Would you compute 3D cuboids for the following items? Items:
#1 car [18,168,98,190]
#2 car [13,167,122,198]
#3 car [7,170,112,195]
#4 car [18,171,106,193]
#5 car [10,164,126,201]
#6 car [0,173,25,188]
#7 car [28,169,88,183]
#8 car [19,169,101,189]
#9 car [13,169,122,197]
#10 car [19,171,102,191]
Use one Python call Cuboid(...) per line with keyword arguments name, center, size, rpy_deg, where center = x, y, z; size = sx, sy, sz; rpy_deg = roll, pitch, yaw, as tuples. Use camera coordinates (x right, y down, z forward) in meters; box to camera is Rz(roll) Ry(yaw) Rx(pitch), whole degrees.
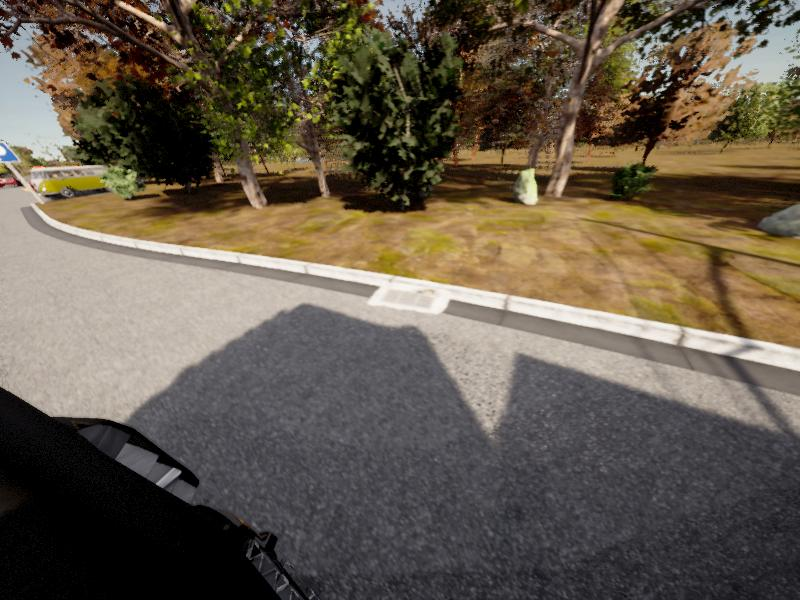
Cuboid(name="car", center=(-39.872, -14.304, 27.129), size=(2.185, 1.767, 4.553), rpy_deg=(7, 35, 15))
Cuboid(name="car", center=(-27.825, -10.053, 19.640), size=(2.185, 1.767, 4.553), rpy_deg=(6, 34, 14))
Cuboid(name="car", center=(-32.701, -11.544, 22.546), size=(1.946, 1.575, 5.366), rpy_deg=(7, 35, 14))
Cuboid(name="car", center=(-35.067, -12.457, 24.214), size=(2.002, 1.452, 4.674), rpy_deg=(6, 34, 15))
Cuboid(name="car", center=(-25.407, -9.268, 18.055), size=(1.878, 1.987, 4.442), rpy_deg=(6, 34, 13))
Cuboid(name="car", center=(-56.720, -17.283, 33.380), size=(3.988, 1.617, 1.851), rpy_deg=(22, 42, 33))
Cuboid(name="car", center=(-56.292, -20.514, 38.179), size=(2.097, 1.535, 5.008), rpy_deg=(8, 35, 17))
Cuboid(name="car", center=(-42.183, -15.194, 28.900), size=(1.946, 1.575, 5.366), rpy_deg=(7, 35, 16))
Cuboid(name="car", center=(-30.190, -10.902, 21.357), size=(1.946, 1.575, 5.366), rpy_deg=(6, 34, 14))
Cuboid(name="car", center=(-37.467, -13.314, 25.721), size=(2.002, 1.452, 4.674), rpy_deg=(7, 34, 15))
